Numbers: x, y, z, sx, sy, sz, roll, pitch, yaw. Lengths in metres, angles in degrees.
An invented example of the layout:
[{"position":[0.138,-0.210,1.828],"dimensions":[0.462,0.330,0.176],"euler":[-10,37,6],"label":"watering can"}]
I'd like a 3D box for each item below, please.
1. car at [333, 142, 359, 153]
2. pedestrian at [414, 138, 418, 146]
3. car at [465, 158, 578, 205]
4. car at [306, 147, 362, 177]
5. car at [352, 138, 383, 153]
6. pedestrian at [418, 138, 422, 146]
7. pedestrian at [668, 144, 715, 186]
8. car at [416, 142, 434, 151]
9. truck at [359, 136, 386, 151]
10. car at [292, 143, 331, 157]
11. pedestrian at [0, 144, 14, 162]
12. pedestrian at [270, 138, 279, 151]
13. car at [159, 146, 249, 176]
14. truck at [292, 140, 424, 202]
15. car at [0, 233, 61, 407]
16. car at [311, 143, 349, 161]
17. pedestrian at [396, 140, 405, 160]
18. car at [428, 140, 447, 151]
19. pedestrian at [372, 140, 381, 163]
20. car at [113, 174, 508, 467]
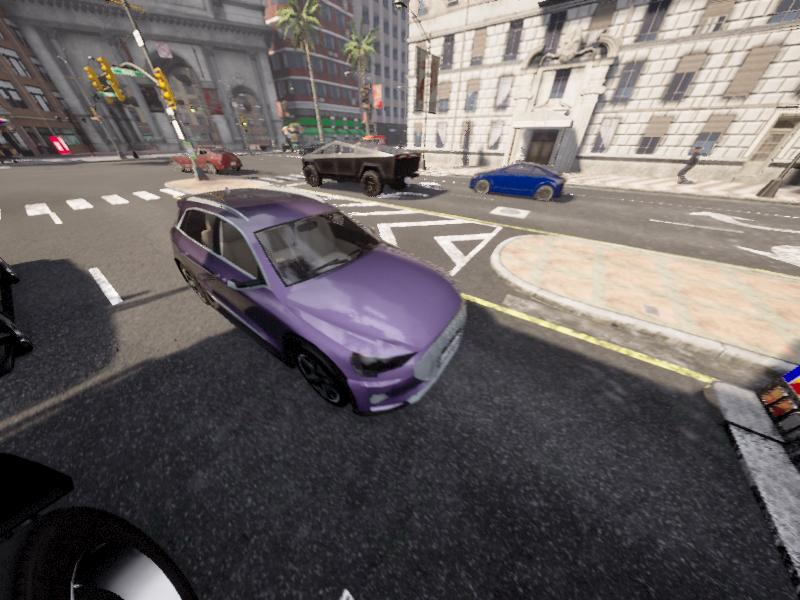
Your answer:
[{"position":[-9.724,-27.767,41.983],"dimensions":[1.812,1.442,4.674],"euler":[22,41,28],"label":"car"},{"position":[4.551,-44.967,65.831],"dimensions":[0.751,1.860,0.751],"euler":[9,36,12],"label":"pedestrian"},{"position":[5.520,-5.691,10.841],"dimensions":[4.181,1.385,1.994],"euler":[22,41,28],"label":"car"},{"position":[-4.929,-10.361,17.181],"dimensions":[3.988,1.617,1.851],"euler":[29,44,34],"label":"car"},{"position":[-5.655,-27.766,41.491],"dimensions":[2.150,2.045,5.566],"euler":[23,41,28],"label":"car"},{"position":[5.594,-45.205,66.176],"dimensions":[0.751,1.860,0.751],"euler":[-27,44,-33],"label":"pedestrian"},{"position":[15.514,-7.231,12.370],"dimensions":[0.751,1.860,0.751],"euler":[25,42,31],"label":"pedestrian"},{"position":[5.310,-32.573,48.890],"dimensions":[1.970,1.475,3.806],"euler":[26,42,31],"label":"car"},{"position":[-5.432,-31.603,46.564],"dimensions":[2.627,2.467,5.204],"euler":[22,41,28],"label":"truck"},{"position":[-12.721,-21.881,33.549],"dimensions":[2.128,1.511,4.902],"euler":[22,41,28],"label":"car"},{"position":[-37.431,-13.851,21.354],"dimensions":[0.751,1.860,0.751],"euler":[-11,37,-16],"label":"pedestrian"},{"position":[-22.611,-27.974,41.509],"dimensions":[0.751,1.860,0.751],"euler":[-5,36,-7],"label":"pedestrian"},{"position":[-14.356,-10.349,17.076],"dimensions":[5.027,1.651,2.152],"euler":[10,36,13],"label":"car"},{"position":[-2.174,-6.661,11.524],"dimensions":[6.274,2.098,2.390],"euler":[22,41,28],"label":"truck"},{"position":[-6.612,-0.082,2.771],"dimensions":[5.357,1.411,2.033],"euler":[22,41,28],"label":"car"},{"position":[-8.273,-17.852,27.765],"dimensions":[2.033,1.649,4.856],"euler":[9,36,13],"label":"car"},{"position":[0.035,-16.718,25.713],"dimensions":[0.751,1.860,0.751],"euler":[18,39,23],"label":"pedestrian"},{"position":[7.647,-31.230,46.642],"dimensions":[1.905,1.878,3.866],"euler":[25,42,31],"label":"car"},{"position":[-2.224,-14.277,22.231],"dimensions":[0.751,1.860,0.751],"euler":[0,35,-1],"label":"pedestrian"},{"position":[-1.476,-0.559,3.279],"dimensions":[4.856,1.649,2.033],"euler":[22,41,28],"label":"car"}]
